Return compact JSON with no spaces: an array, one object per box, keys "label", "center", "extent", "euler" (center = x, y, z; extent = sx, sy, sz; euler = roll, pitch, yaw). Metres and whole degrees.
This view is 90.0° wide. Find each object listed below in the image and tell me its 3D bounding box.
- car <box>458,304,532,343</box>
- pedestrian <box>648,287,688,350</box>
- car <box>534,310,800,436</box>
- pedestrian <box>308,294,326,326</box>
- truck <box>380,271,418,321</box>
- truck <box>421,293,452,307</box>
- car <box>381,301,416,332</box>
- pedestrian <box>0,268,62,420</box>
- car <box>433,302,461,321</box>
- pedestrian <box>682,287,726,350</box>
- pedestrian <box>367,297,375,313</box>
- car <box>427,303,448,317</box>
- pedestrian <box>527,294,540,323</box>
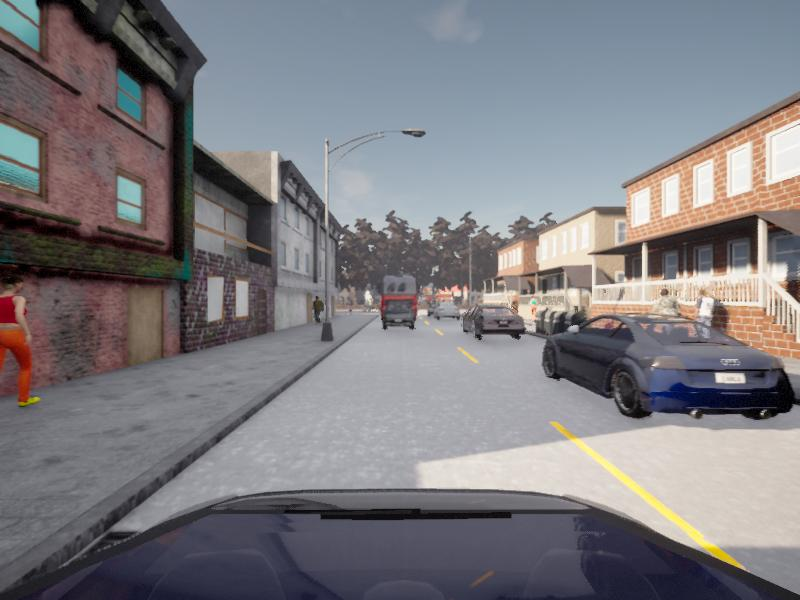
[{"label":"car","center":[3.950,0.915,17.711],"extent":[2.033,1.411,5.357],"euler":[0,0,0]},{"label":"pedestrian","center":[8.200,0.547,12.262],"extent":[0.751,1.860,0.751],"euler":[0,0,5]},{"label":"car","center":[3.987,0.915,6.828],"extent":[1.994,1.385,4.181],"euler":[0,0,0]},{"label":"pedestrian","center":[-4.838,0.560,23.407],"extent":[0.751,1.860,0.751],"euler":[0,0,19]},{"label":"truck","center":[-0.168,-0.281,35.057],"extent":[2.891,3.827,8.468],"euler":[0,0,-1]},{"label":"truck","center":[10.245,0.021,112.483],"extent":[8.468,3.827,2.891],"euler":[0,0,0]},{"label":"car","center":[-0.100,0.838,22.146],"extent":[1.789,1.549,3.705],"euler":[0,0,-1]},{"label":"pedestrian","center":[-5.129,0.540,5.251],"extent":[0.751,1.860,0.751],"euler":[0,0,-4]},{"label":"car","center":[3.895,0.908,33.505],"extent":[1.812,1.442,4.674],"euler":[0,0,0]},{"label":"pedestrian","center":[9.213,0.547,12.149],"extent":[0.751,1.860,0.751],"euler":[0,0,1]},{"label":"pedestrian","center":[-3.472,0.589,47.930],"extent":[0.751,1.860,0.751],"euler":[0,0,-34]},{"label":"car","center":[3.686,0.989,39.984],"extent":[1.895,1.301,4.718],"euler":[0,0,3]},{"label":"pedestrian","center":[8.881,0.563,26.588],"extent":[0.751,1.860,0.751],"euler":[0,0,10]}]
